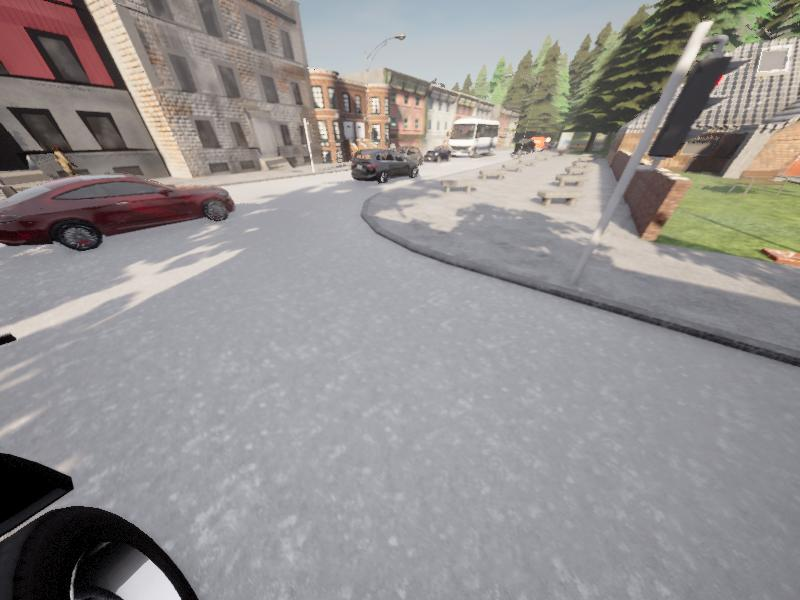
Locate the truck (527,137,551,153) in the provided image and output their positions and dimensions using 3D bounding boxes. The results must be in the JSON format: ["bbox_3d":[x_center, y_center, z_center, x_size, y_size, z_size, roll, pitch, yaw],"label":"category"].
[{"bbox_3d":[27.867,-31.213,46.312,2.627,2.467,5.204,23,42,28],"label":"truck"}]

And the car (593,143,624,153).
[{"bbox_3d":[48.377,-35.315,53.636,5.027,1.651,2.152,22,41,28],"label":"car"}]

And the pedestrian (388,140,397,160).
[{"bbox_3d":[-0.835,-17.066,26.279,0.751,1.860,0.751,18,39,23],"label":"pedestrian"}]

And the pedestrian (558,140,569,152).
[{"bbox_3d":[31.128,-29.328,43.941,0.751,1.860,0.751,-15,38,-20],"label":"pedestrian"}]

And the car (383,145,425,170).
[{"bbox_3d":[0.435,-12.951,20.893,1.851,1.617,3.988,23,41,28],"label":"car"}]

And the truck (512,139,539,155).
[{"bbox_3d":[21.116,-25.693,38.717,2.390,2.098,6.274,23,41,28],"label":"truck"}]

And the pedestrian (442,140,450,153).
[{"bbox_3d":[7.770,-25.917,38.994,0.751,1.860,0.751,-21,41,-28],"label":"pedestrian"}]

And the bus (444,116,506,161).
[{"bbox_3d":[10.280,-21.763,31.171,3.944,4.253,10.273,23,42,28],"label":"bus"}]

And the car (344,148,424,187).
[{"bbox_3d":[-0.825,-8.362,14.317,2.242,1.667,4.611,26,42,31],"label":"car"}]

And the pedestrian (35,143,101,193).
[{"bbox_3d":[-14.761,-5.912,10.338,0.751,1.860,0.751,17,38,22],"label":"pedestrian"}]

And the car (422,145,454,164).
[{"bbox_3d":[4.149,-15.879,25.145,1.845,1.501,3.633,23,41,28],"label":"car"}]

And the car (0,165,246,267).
[{"bbox_3d":[-7.360,-2.660,6.371,1.812,1.442,4.674,22,40,28],"label":"car"}]

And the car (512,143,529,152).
[{"bbox_3d":[26.578,-33.590,50.831,1.801,1.575,5.366,23,41,28],"label":"car"}]
